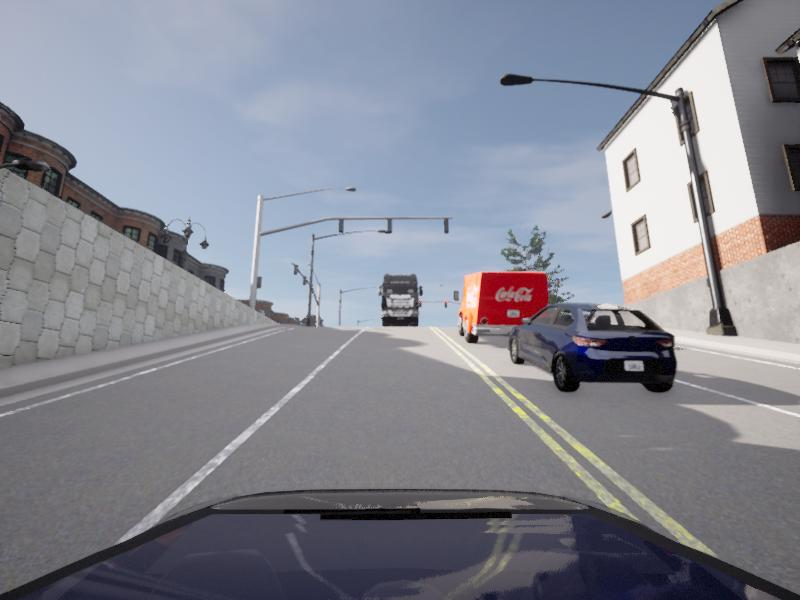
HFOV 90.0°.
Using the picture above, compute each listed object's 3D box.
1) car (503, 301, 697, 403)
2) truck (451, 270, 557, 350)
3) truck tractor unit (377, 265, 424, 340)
[{"bbox_3d":[3.514,0.782,8.056,1.816,1.474,4.193,1,0,0],"label":"car"},{"bbox_3d":[3.561,0.290,15.054,2.627,2.467,5.204,1,1,0],"label":"truck"},{"bbox_3d":[0.028,0.449,29.636,3.053,4.208,6.516,0,-13,0],"label":"truck tractor unit"}]
